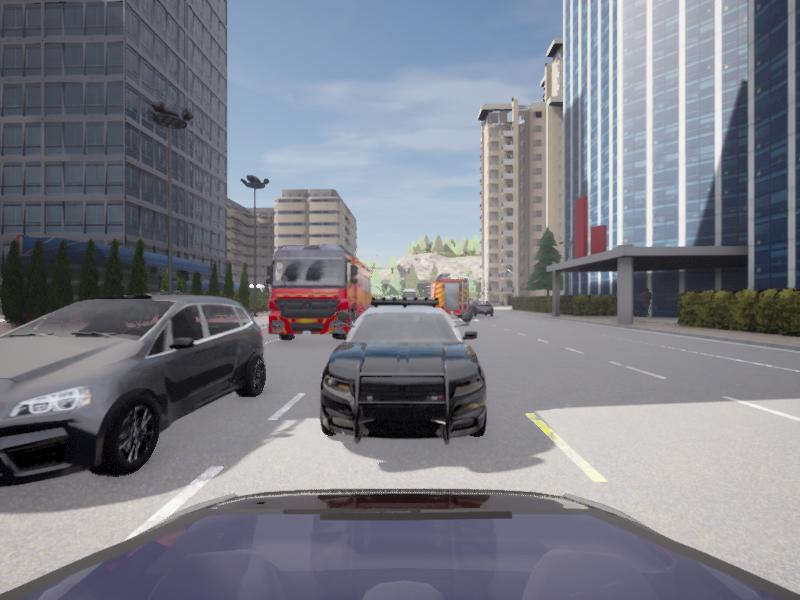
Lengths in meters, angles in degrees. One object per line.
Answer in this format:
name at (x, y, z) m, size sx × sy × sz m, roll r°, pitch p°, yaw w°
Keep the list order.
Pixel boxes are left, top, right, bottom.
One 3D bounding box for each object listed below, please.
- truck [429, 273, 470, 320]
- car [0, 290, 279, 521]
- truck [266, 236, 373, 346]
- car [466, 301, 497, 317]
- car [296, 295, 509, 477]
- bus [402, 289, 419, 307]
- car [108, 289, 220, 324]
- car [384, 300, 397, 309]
truck at (4.363, -0.319, 36.901) m, size 2.891 × 3.827 × 8.468 m, roll 0°, pitch 0°, yaw 1°
car at (-3.452, 0.756, 5.209) m, size 2.242 × 1.667 × 4.611 m, roll 0°, pitch 0°, yaw 2°
truck at (-3.108, -0.320, 18.134) m, size 2.891 × 3.827 × 8.468 m, roll 0°, pitch 0°, yaw 2°
car at (7.921, 0.838, 39.302) m, size 2.128 × 1.511 × 4.902 m, roll 0°, pitch 0°, yaw 1°
car at (0.078, 0.771, 6.240) m, size 1.930 × 1.638 × 5.238 m, roll 0°, pitch 0°, yaw 1°
bus at (2.586, -0.535, 99.960) m, size 3.944 × 4.253 × 10.273 m, roll 0°, pitch 0°, yaw 1°
car at (-16.006, 0.403, 27.582) m, size 2.390 × 2.098 × 6.274 m, roll 0°, pitch 0°, yaw 32°
car at (-1.719, 0.771, 73.161) m, size 2.033 × 1.649 × 4.856 m, roll 0°, pitch 0°, yaw 1°
